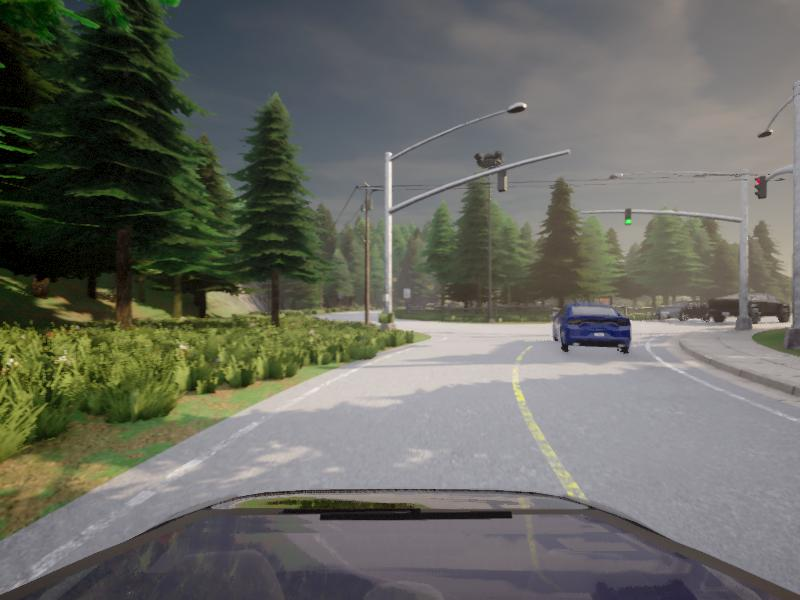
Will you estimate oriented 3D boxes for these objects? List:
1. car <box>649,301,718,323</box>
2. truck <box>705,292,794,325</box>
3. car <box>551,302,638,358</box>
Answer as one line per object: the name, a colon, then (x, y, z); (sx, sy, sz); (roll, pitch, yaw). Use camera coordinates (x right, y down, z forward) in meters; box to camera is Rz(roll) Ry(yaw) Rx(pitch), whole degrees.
car: (21.645, 0.866, 30.528); (4.902, 1.511, 2.128); (0, 0, -26)
truck: (24.501, 0.573, 27.974); (6.274, 2.098, 2.390); (0, 0, -25)
car: (6.383, 0.833, 13.715); (1.882, 1.535, 5.008); (0, 0, 17)
